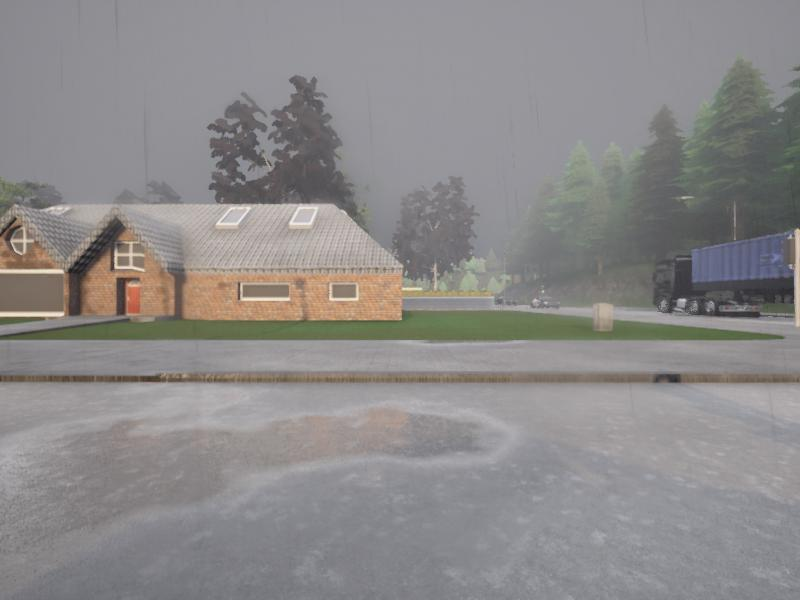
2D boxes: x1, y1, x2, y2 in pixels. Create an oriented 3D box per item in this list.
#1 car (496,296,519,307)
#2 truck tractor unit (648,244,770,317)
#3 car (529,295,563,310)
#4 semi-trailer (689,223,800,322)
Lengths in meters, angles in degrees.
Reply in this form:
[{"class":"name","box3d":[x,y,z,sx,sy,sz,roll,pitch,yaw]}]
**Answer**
[{"class":"car","box3d":[16.187,0.179,60.682,2.152,1.651,5.027,0,0,0]},{"class":"truck tractor unit","box3d":[19.819,-1.127,26.313,3.053,4.208,6.516,0,0,1]},{"class":"car","box3d":[15.962,0.225,44.006,2.038,1.542,4.974,0,0,0]},{"class":"semi-trailer","box3d":[19.212,-1.223,18.426,2.717,4.402,14.254,0,0,6]}]
